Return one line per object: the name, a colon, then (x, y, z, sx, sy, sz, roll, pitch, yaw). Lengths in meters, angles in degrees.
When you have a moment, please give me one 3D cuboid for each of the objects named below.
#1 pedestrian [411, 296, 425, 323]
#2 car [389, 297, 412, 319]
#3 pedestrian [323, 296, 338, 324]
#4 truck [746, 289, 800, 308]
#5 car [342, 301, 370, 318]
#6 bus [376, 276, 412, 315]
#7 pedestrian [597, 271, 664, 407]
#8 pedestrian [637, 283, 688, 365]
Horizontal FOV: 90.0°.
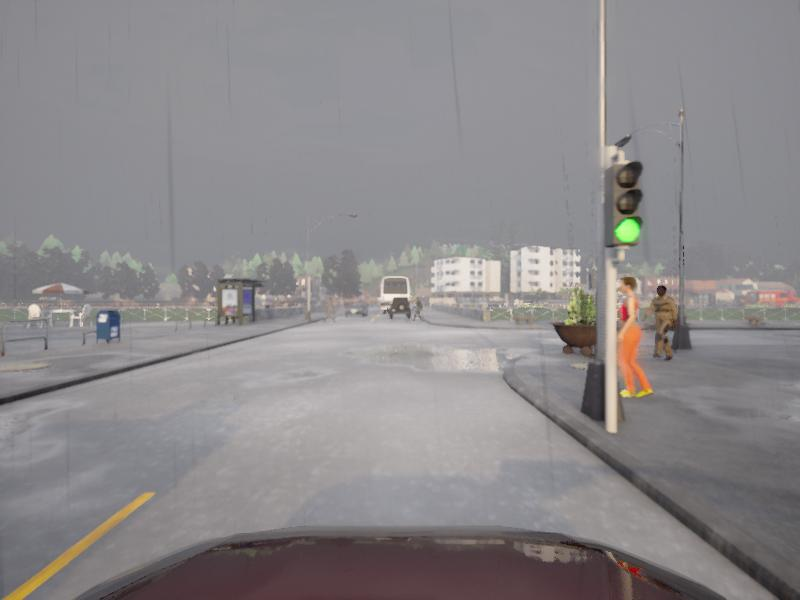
pedestrian: (1.256, 0.656, 28.038, 0.751, 1.860, 0.751, 0, 0, -12)
car: (-0.002, 0.670, 35.750, 1.905, 1.878, 3.866, 0, 0, -2)
pedestrian: (-4.746, 0.655, 27.429, 0.751, 1.860, 0.751, 0, 0, 15)
truck: (75.944, -0.268, 81.510, 8.468, 3.827, 2.891, 0, 0, 0)
car: (-4.108, 0.861, 38.373, 2.128, 1.511, 4.902, 0, 0, 1)
bus: (-0.540, -0.502, 49.414, 3.944, 4.253, 10.273, 0, 0, 1)
pedestrian: (3.471, 0.538, 6.025, 0.751, 1.860, 0.751, 0, 0, 41)
pedestrian: (6.234, 0.540, 9.516, 0.751, 1.860, 0.751, 0, 0, -25)
